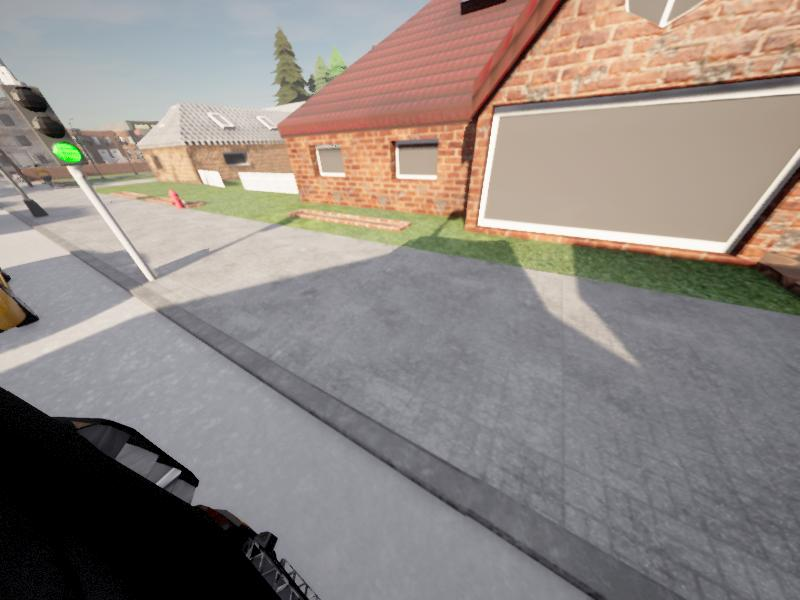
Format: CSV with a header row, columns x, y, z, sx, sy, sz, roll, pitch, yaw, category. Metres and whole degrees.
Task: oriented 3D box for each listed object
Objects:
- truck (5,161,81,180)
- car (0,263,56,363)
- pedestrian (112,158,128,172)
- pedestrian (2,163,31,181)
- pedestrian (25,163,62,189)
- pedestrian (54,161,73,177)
x,y,z,sx,sy,sz,roll,pitch,yaw,category
-57.961,-21.197,37.717,2.390,2.098,6.274,16,38,26,truck
-7.585,-0.222,3.291,5.008,1.535,1.882,16,38,26,car
-45.612,-21.933,37.613,0.751,1.860,0.751,13,37,21,pedestrian
-47.085,-15.701,28.393,0.751,1.860,0.751,-16,36,-20,pedestrian
-29.774,-10.366,19.334,0.751,1.860,0.751,12,36,21,pedestrian
-47.540,-18.520,32.644,0.751,1.860,0.751,21,40,30,pedestrian
